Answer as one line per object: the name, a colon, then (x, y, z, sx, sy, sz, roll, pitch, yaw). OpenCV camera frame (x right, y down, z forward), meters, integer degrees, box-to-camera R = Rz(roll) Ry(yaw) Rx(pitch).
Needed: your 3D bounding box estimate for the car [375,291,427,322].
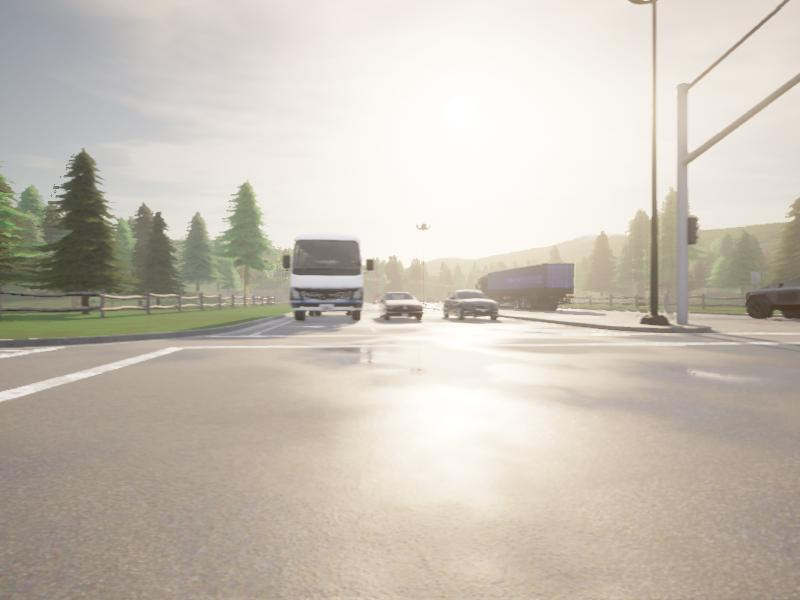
car: (-0.096, 0.288, 20.736, 2.033, 1.411, 5.357, 0, 0, -7)

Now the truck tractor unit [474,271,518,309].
truck tractor unit: (11.507, -1.144, 48.544, 3.053, 4.208, 6.516, 0, 0, -7)

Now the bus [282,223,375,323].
bus: (-3.708, -1.140, 22.371, 3.944, 4.253, 10.273, 0, 0, -7)

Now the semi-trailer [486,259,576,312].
semi-trailer: (12.548, -1.238, 40.694, 2.717, 4.402, 14.254, 0, 0, -8)

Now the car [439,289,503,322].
car: (3.463, 0.237, 20.498, 1.837, 1.490, 4.892, 0, 0, -7)

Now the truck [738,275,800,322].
truck: (18.947, -0.068, 17.611, 2.390, 2.098, 6.274, 0, 0, -7)
